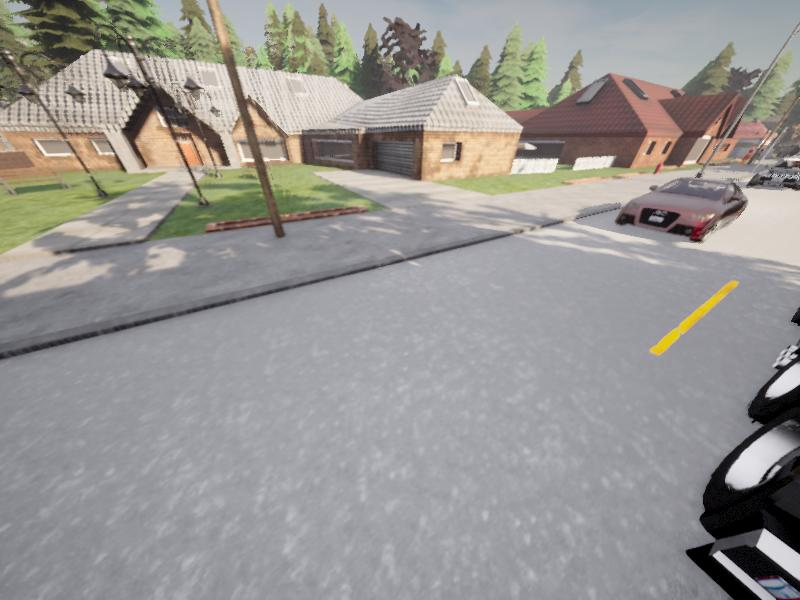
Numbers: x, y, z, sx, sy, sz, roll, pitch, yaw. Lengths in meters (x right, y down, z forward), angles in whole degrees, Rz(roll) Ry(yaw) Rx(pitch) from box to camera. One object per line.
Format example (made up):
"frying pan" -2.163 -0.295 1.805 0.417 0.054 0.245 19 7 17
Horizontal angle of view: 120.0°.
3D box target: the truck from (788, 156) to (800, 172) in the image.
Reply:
"truck" 41.634 -14.428 21.787 8.468 3.827 2.891 -18 39 -24

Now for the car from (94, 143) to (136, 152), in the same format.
"car" -61.422 -33.004 49.918 1.801 1.575 5.366 17 38 23

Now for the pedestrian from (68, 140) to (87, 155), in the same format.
"pedestrian" -46.756 -22.104 33.495 0.751 1.860 0.751 25 42 31

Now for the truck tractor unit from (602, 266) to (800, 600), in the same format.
"truck tractor unit" 5.113 -0.299 0.781 6.516 4.208 3.053 -18 39 -24

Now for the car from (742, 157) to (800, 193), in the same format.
"car" 22.962 -7.500 13.708 3.806 1.475 1.970 -18 39 -24

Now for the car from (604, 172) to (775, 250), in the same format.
"car" 8.850 -2.949 7.130 4.181 1.385 1.994 -18 39 -24

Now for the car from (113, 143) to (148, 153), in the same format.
"car" -57.281 -32.413 49.183 2.007 1.525 4.514 24 41 30

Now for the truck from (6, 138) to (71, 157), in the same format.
"truck" -52.095 -22.161 33.542 2.390 2.098 6.274 -18 38 -24
